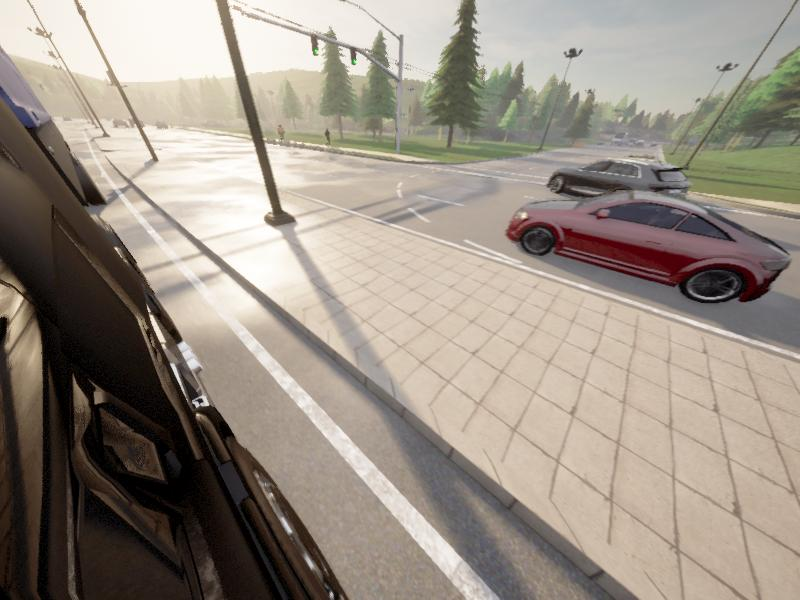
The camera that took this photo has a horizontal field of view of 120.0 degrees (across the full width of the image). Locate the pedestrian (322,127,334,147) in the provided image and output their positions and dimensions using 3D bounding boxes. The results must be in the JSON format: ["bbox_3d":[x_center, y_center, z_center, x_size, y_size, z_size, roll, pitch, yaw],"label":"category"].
[{"bbox_3d":[-8.117,-18.455,26.188,0.751,1.860,0.751,31,45,33],"label":"pedestrian"}]

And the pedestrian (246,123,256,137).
[{"bbox_3d":[-24.778,-28.309,38.426,0.751,1.860,0.751,31,45,33],"label":"pedestrian"}]

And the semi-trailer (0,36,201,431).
[{"bbox_3d":[-8.668,-3.608,4.282,14.254,4.402,2.717,28,44,30],"label":"semi-trailer"}]

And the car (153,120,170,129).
[{"bbox_3d":[-57.236,-42.057,55.431,3.988,1.617,1.851,30,44,31],"label":"car"}]

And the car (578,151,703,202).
[{"bbox_3d":[11.889,-6.629,12.071,2.038,1.542,4.974,8,37,6],"label":"car"}]

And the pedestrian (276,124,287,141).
[{"bbox_3d":[-16.676,-23.516,32.473,0.751,1.860,0.751,31,45,33],"label":"pedestrian"}]

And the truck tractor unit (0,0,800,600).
[{"bbox_3d":[-2.645,-0.295,0.352,6.516,4.208,3.053,28,44,30],"label":"truck tractor unit"}]

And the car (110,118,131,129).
[{"bbox_3d":[-62.271,-39.304,51.391,5.027,1.651,2.152,30,44,31],"label":"car"}]

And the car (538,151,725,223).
[{"bbox_3d":[8.420,-4.778,9.280,2.033,1.649,4.856,-7,38,-11],"label":"car"}]

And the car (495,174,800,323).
[{"bbox_3d":[4.589,-1.481,4.812,4.181,1.385,1.994,28,43,30],"label":"car"}]
